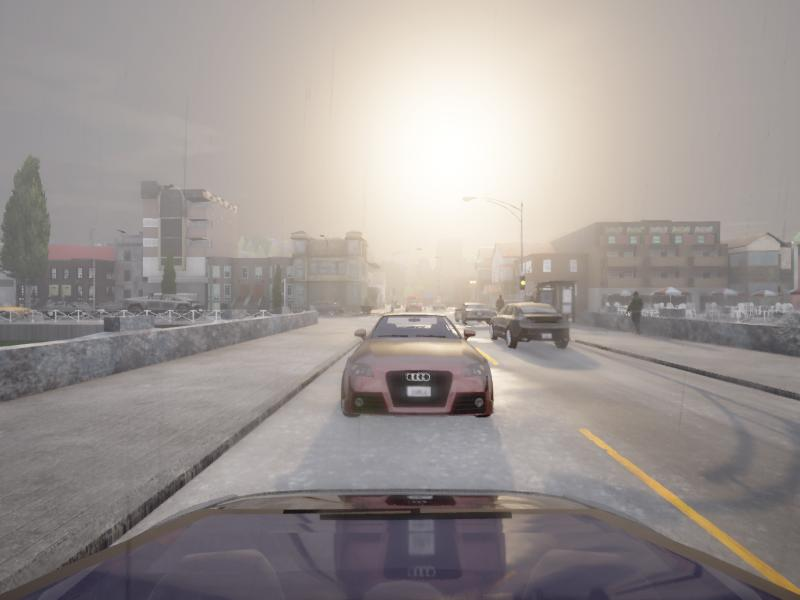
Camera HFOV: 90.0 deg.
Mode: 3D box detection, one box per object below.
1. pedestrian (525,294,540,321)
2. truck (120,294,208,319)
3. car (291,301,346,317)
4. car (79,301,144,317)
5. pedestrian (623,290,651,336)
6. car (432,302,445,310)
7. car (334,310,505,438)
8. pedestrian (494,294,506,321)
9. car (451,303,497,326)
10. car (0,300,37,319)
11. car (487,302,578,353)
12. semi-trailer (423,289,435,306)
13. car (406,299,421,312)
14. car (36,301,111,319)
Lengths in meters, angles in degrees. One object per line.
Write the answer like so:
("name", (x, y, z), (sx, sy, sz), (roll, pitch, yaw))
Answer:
("pedestrian", (9.501, 0.533, 28.750), (0.751, 1.860, 0.751), (0, 0, -12))
("truck", (-20.415, 0.542, 34.832), (6.274, 2.098, 2.390), (0, 0, 2))
("car", (-7.776, 0.844, 38.385), (4.892, 1.490, 1.837), (0, 0, 4))
("car", (-28.102, 0.834, 39.093), (4.902, 1.511, 2.128), (0, 0, 2))
("pedestrian", (9.849, 0.533, 16.661), (0.751, 1.860, 0.751), (0, 0, 2))
("car", (6.191, 0.944, 64.847), (1.895, 1.301, 4.718), (0, 0, 2))
("car", (0.239, 0.907, 6.750), (1.994, 1.385, 4.181), (0, 0, 0))
("pedestrian", (7.233, 0.533, 28.901), (0.751, 1.860, 0.751), (0, 0, 19))
("car", (4.830, 0.895, 26.874), (2.033, 1.411, 5.357), (0, 0, 0))
("car", (-35.539, 0.801, 35.340), (5.366, 1.575, 1.801), (0, 0, 2))
("car", (4.520, 0.844, 14.508), (1.837, 1.490, 4.892), (0, 0, 2))
("semi-trailer", (7.651, -0.619, 108.719), (2.717, 4.402, 14.254), (0, 0, 2))
("car", (1.929, 0.694, 56.940), (2.097, 1.767, 4.553), (0, 0, 2))
("car", (-28.550, 0.836, 35.105), (4.902, 1.511, 2.128), (0, 0, 2))
